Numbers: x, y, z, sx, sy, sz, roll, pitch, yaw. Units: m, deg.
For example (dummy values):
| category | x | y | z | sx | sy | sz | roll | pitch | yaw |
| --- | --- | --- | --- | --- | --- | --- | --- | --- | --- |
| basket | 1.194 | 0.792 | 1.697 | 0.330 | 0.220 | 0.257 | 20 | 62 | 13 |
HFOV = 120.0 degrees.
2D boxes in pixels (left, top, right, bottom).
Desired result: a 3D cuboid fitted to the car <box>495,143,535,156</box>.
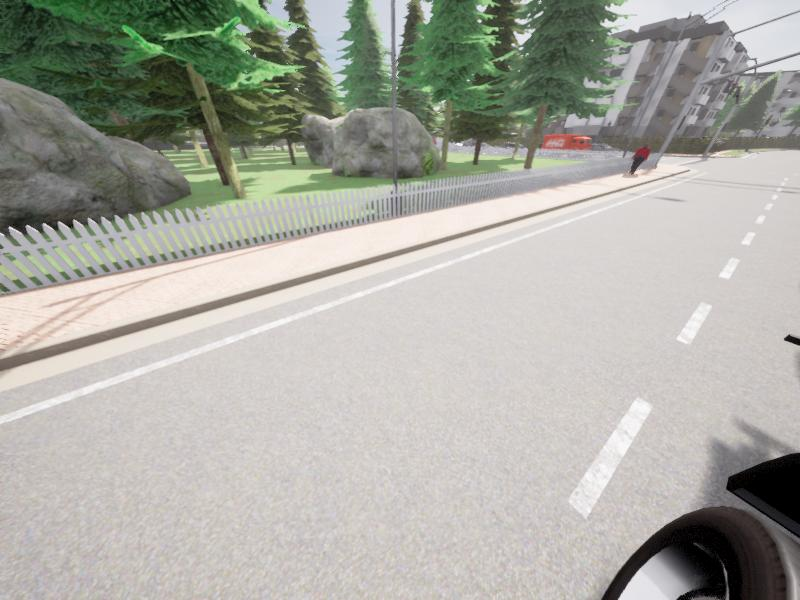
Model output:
| category | x | y | z | sx | sy | sz | roll | pitch | yaw |
| --- | --- | --- | --- | --- | --- | --- | --- | --- | --- |
| car | 17.125 | -22.664 | 34.658 | 1.837 | 1.490 | 4.892 | -21 | 40 | -26 |

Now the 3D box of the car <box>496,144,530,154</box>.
| category | x | y | z | sx | sy | sz | roll | pitch | yaw |
| --- | --- | --- | --- | --- | --- | --- | --- | --- | --- |
| car | 18.575 | -25.007 | 38.145 | 1.895 | 1.301 | 4.718 | -21 | 40 | -26 |

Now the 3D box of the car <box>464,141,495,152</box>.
| category | x | y | z | sx | sy | sz | roll | pitch | yaw |
| --- | --- | --- | --- | --- | --- | --- | --- | --- | --- |
| car | 14.649 | -28.612 | 43.008 | 2.152 | 1.651 | 5.027 | -21 | 40 | -26 |

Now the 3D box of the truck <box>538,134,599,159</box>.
| category | x | y | z | sx | sy | sz | roll | pitch | yaw |
| --- | --- | --- | --- | --- | --- | --- | --- | --- | --- |
| truck | 21.128 | -19.523 | 29.322 | 2.627 | 2.467 | 5.204 | -21 | 40 | -26 |

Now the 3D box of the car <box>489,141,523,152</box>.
| category | x | y | z | sx | sy | sz | roll | pitch | yaw |
| --- | --- | --- | --- | --- | --- | --- | --- | --- | --- |
| car | 19.341 | -28.150 | 42.351 | 1.801 | 1.575 | 5.366 | -21 | 40 | -26 |

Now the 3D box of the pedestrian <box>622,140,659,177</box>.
| category | x | y | z | sx | sy | sz | roll | pitch | yaw |
| --- | --- | --- | --- | --- | --- | --- | --- | --- | --- |
| pedestrian | 14.831 | -8.748 | 14.301 | 0.751 | 1.860 | 0.751 | -21 | 40 | -27 |

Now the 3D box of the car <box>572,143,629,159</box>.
| category | x | y | z | sx | sy | sz | roll | pitch | yaw |
| --- | --- | --- | --- | --- | --- | --- | --- | --- | --- |
| car | 25.404 | -19.054 | 29.457 | 2.128 | 1.511 | 4.902 | -21 | 40 | -26 |

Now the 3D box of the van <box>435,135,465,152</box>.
| category | x | y | z | sx | sy | sz | roll | pitch | yaw |
| --- | --- | --- | --- | --- | --- | --- | --- | --- | --- |
| van | 9.386 | -29.932 | 44.126 | 1.988 | 2.561 | 5.915 | -21 | 40 | -26 |

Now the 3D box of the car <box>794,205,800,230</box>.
| category | x | y | z | sx | sy | sz | roll | pitch | yaw |
| --- | --- | --- | --- | --- | --- | --- | --- | --- | --- |
| car | 14.173 | -2.964 | 6.728 | 4.792 | 1.488 | 2.163 | -22 | 40 | -27 |

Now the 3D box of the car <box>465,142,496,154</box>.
| category | x | y | z | sx | sy | sz | roll | pitch | yaw |
| --- | --- | --- | --- | --- | --- | --- | --- | --- | --- |
| car | 13.555 | -25.821 | 39.167 | 1.837 | 1.490 | 4.892 | -21 | 40 | -26 |

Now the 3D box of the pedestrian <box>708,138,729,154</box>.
| category | x | y | z | sx | sy | sz | roll | pitch | yaw |
| --- | --- | --- | --- | --- | --- | --- | --- | --- | --- |
| pedestrian | 43.504 | -21.070 | 31.572 | 0.751 | 1.860 | 0.751 | -19 | 39 | -25 |

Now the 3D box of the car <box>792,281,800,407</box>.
| category | x | y | z | sx | sy | sz | roll | pitch | yaw |
| --- | --- | --- | --- | --- | --- | --- | --- | --- | --- |
| car | 6.751 | -0.048 | 2.564 | 5.366 | 1.575 | 1.801 | -22 | 40 | -28 |

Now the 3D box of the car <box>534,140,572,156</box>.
| category | x | y | z | sx | sy | sz | roll | pitch | yaw |
| --- | --- | --- | --- | --- | --- | --- | --- | --- | --- |
| car | 22.095 | -22.132 | 33.521 | 1.905 | 1.878 | 3.866 | -21 | 40 | -26 |
